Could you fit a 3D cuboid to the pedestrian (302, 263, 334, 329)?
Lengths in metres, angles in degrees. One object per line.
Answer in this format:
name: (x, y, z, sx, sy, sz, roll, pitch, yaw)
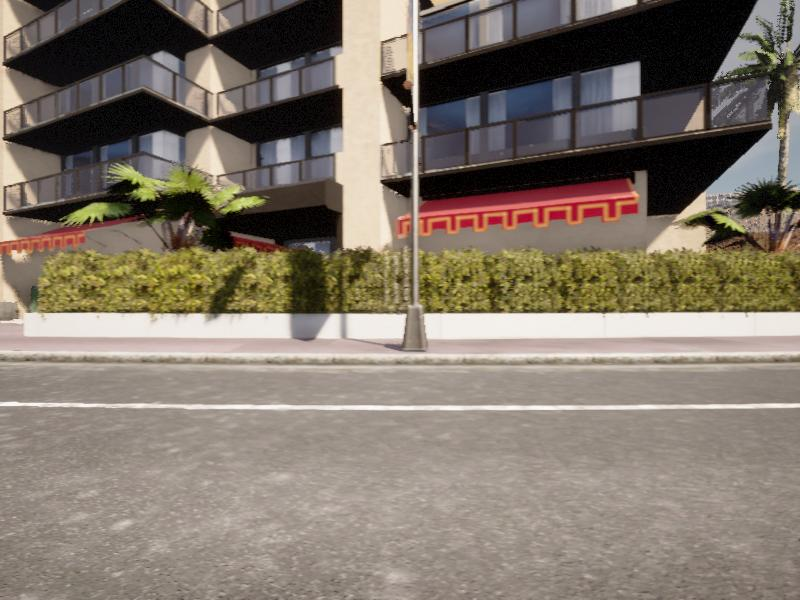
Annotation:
pedestrian: (-2.375, -0.109, 11.719, 0.751, 1.860, 0.751, 0, 0, 3)
